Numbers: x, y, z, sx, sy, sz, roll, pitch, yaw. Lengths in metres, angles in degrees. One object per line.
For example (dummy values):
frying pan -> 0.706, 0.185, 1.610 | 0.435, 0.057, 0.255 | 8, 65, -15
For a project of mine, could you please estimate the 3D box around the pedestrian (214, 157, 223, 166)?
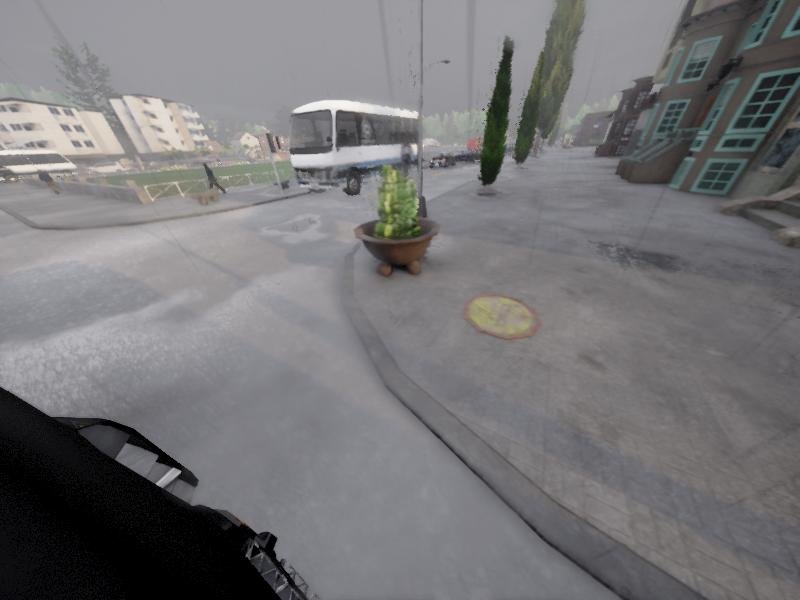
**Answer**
pedestrian -> -41.717, -31.783, 53.042 | 0.751, 1.860, 0.751 | 16, 38, 26

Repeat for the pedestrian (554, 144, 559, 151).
pedestrian -> 30.381, -29.650, 44.827 | 0.500, 1.100, 0.500 | 19, 39, 29

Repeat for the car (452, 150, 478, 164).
car -> 8.704, -19.094, 30.751 | 1.895, 1.301, 4.718 | 16, 38, 26

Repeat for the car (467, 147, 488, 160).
car -> 11.940, -22.402, 35.296 | 1.970, 1.475, 3.806 | 16, 38, 26

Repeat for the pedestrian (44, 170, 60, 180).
pedestrian -> -53.929, -19.334, 35.827 | 0.751, 1.300, 0.751 | 16, 38, 26

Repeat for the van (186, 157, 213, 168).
van -> -49.622, -34.079, 57.229 | 1.775, 1.987, 4.442 | 16, 38, 26

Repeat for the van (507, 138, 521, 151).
van -> 29.527, -40.425, 59.962 | 1.988, 2.561, 5.915 | 16, 38, 26

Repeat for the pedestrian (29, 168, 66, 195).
pedestrian -> -28.053, -9.431, 18.409 | 0.751, 1.860, 0.751 | 17, 38, 27

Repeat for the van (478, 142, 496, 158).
van -> 14.841, -25.517, 39.283 | 1.775, 1.987, 4.442 | 16, 38, 26

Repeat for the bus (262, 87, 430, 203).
bus -> -2.019, -9.587, 14.658 | 3.944, 4.253, 10.273 | 16, 38, 26

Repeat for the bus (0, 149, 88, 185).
bus -> -59.239, -21.196, 36.599 | 3.944, 4.253, 10.273 | 16, 38, 26

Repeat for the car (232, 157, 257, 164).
car -> -43.914, -39.515, 65.459 | 2.033, 1.411, 5.357 | 16, 38, 26

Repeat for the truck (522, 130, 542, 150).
truck -> 34.226, -41.214, 59.646 | 2.891, 3.827, 8.468 | 16, 38, 26

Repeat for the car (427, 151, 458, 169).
car -> 4.674, -15.186, 25.040 | 1.970, 1.475, 3.806 | 16, 38, 26

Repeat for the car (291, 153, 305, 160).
car -> -34.676, -48.771, 78.514 | 1.851, 1.617, 3.988 | 16, 38, 26

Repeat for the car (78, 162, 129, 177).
car -> -58.023, -25.732, 45.317 | 2.150, 2.045, 5.566 | 16, 38, 26

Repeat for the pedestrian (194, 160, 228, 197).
pedestrian -> -11.443, -7.388, 14.056 | 0.751, 1.860, 0.751 | 21, 40, 31

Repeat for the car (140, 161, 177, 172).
car -> -53.688, -29.876, 51.555 | 1.930, 1.638, 5.238 | 16, 38, 26
